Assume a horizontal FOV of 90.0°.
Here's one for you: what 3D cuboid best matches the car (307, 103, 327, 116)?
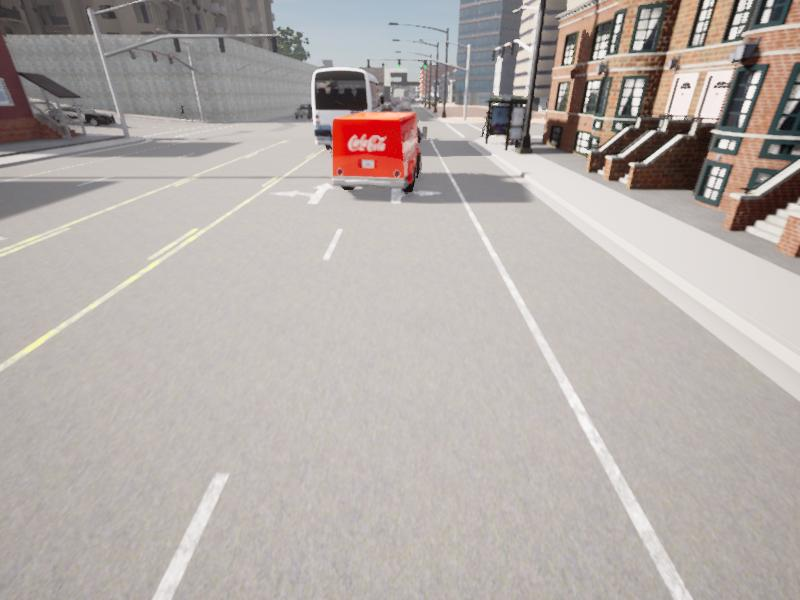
[{"bbox_3d":[-12.997,-30.136,63.237,2.097,1.767,4.553,0,27,1],"label":"car"}]

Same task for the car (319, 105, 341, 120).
[{"bbox_3d":[-9.607,-26.017,55.410,2.033,1.649,4.856,0,27,1],"label":"car"}]

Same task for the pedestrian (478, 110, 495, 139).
[{"bbox_3d":[6.184,-12.576,28.642,0.751,1.860,0.751,-9,29,-18],"label":"pedestrian"}]

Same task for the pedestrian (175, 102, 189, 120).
[{"bbox_3d":[-24.895,-21.545,45.608,0.751,1.860,0.751,1,27,1],"label":"pedestrian"}]

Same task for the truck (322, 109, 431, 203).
[{"bbox_3d":[-0.527,-5.410,14.438,2.627,2.467,5.204,5,28,9],"label":"truck"}]

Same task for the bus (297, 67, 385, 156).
[{"bbox_3d":[-3.172,-12.229,25.742,3.944,4.253,10.273,0,27,0],"label":"bus"}]

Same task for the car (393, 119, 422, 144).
[{"bbox_3d":[0.528,-12.317,29.142,1.895,1.301,4.718,0,27,1],"label":"car"}]

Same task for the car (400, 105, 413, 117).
[{"bbox_3d":[0.959,-28.439,60.225,2.007,1.525,4.514,0,27,1],"label":"car"}]

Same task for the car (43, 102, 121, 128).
[{"bbox_3d":[-29.099,-17.017,36.725,5.238,1.638,1.930,5,27,-2],"label":"car"}]

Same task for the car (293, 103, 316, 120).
[{"bbox_3d":[-13.109,-26.063,55.221,1.932,1.855,4.605,0,27,1],"label":"car"}]

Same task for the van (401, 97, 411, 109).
[{"bbox_3d":[1.468,-47.448,96.179,2.351,2.431,6.366,0,27,1],"label":"van"}]
